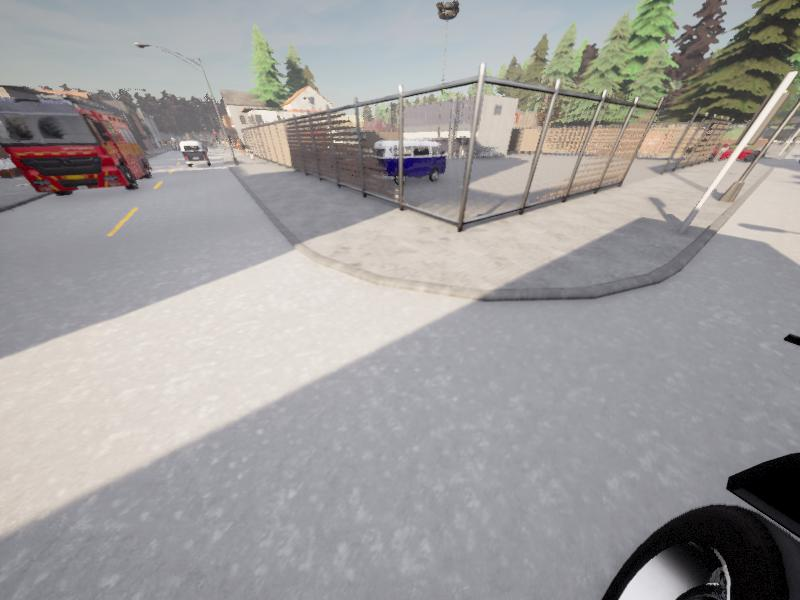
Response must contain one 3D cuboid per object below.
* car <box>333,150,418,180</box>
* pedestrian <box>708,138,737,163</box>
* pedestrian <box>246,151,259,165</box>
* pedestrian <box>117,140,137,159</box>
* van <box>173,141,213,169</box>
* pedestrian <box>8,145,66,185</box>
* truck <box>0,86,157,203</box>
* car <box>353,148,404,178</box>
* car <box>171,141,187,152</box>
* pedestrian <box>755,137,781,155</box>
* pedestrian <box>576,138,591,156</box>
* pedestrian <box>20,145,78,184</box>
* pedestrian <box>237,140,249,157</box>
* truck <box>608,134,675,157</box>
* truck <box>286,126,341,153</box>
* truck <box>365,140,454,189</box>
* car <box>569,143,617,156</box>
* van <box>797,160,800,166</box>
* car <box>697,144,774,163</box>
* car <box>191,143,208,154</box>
[{"bbox_3d":[-1.551,-9.430,15.942,5.357,1.415,2.033,-22,41,-28],"label":"car"},{"bbox_3d":[29.647,-13.743,21.274,0.751,1.860,0.751,-29,44,-34],"label":"pedestrian"},{"bbox_3d":[-14.116,-13.625,22.162,0.500,1.100,0.500,7,36,10],"label":"pedestrian"},{"bbox_3d":[-32.925,-18.150,27.872,0.751,1.860,0.751,-28,44,-33],"label":"pedestrian"},{"bbox_3d":[-19.947,-14.224,22.469,2.069,2.038,4.480,-22,41,-28],"label":"van"},{"bbox_3d":[-20.461,-7.657,13.100,0.751,1.860,0.751,-17,39,-23],"label":"pedestrian"},{"bbox_3d":[-16.631,-8.195,12.350,2.891,3.827,8.468,-22,41,-28],"label":"truck"},{"bbox_3d":[-1.550,-9.649,16.127,1.789,1.547,3.705,-22,41,-28],"label":"car"},{"bbox_3d":[-51.938,-36.200,54.419,1.932,1.855,4.605,-22,41,-28],"label":"car"},{"bbox_3d":[47.308,-19.781,29.692,0.751,1.860,0.751,16,38,22],"label":"pedestrian"},{"bbox_3d":[23.150,-19.268,29.160,0.751,1.860,0.751,-22,41,-28],"label":"pedestrian"},{"bbox_3d":[-19.781,-7.658,13.096,0.751,1.860,0.751,-7,36,-10],"label":"pedestrian"},{"bbox_3d":[-21.371,-20.574,31.417,0.751,1.860,0.751,-17,39,-22],"label":"pedestrian"},{"bbox_3d":[32.408,-20.994,31.249,2.627,2.467,5.204,-22,41,-27],"label":"truck"},{"bbox_3d":[-15.796,-29.728,42.856,8.468,3.827,2.891,-22,41,-28],"label":"truck"},{"bbox_3d":[0.583,-7.768,13.027,4.478,2.038,2.069,-22,41,-28],"label":"truck"},{"bbox_3d":[26.875,-21.157,32.404,1.812,1.442,4.674,-22,41,-28],"label":"car"},{"bbox_3d":[38.008,-13.399,20.361,5.915,2.561,1.988,-22,41,-28],"label":"van"},{"bbox_3d":[34.332,-15.150,23.798,1.816,1.474,4.193,-24,42,-30],"label":"car"},{"bbox_3d":[-37.101,-28.109,42.721,1.789,1.549,3.705,-24,42,-30],"label":"car"}]
